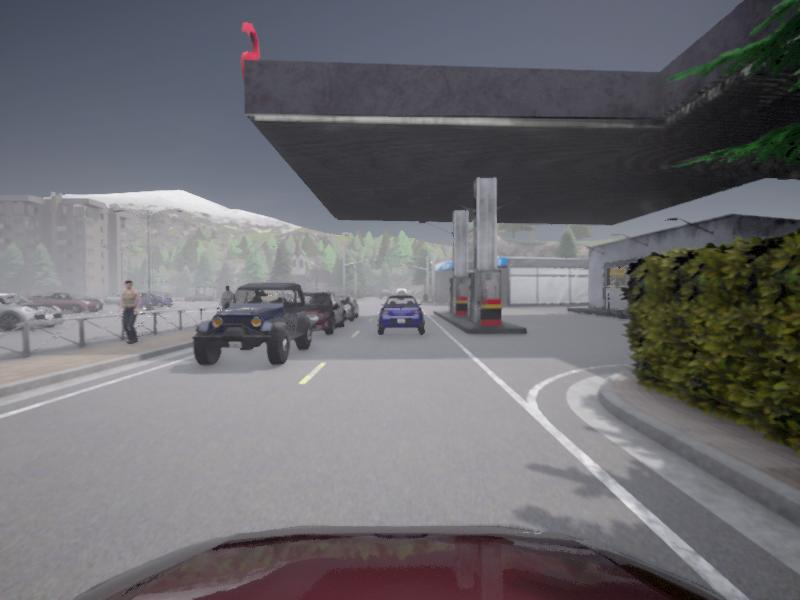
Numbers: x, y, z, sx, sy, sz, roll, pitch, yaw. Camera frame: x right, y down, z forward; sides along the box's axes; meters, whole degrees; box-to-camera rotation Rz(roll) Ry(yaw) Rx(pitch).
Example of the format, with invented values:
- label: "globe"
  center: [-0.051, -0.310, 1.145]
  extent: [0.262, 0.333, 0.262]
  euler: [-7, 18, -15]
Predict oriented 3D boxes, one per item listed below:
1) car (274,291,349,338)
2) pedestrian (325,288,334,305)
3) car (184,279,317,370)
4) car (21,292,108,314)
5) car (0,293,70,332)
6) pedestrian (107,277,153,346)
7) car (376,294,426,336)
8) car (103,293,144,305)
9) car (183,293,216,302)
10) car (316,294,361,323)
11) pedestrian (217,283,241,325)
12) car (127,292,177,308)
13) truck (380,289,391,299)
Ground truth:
- label: "car"
  center: [-3.445, 0.467, 16.617]
  extent: [2.033, 1.649, 4.856]
  euler: [0, 1, 0]
- label: "pedestrian"
  center: [-7.629, -0.361, 43.228]
  extent: [0.751, 1.860, 0.751]
  euler: [0, 1, 0]
- label: "car"
  center: [-3.473, 0.472, 10.163]
  extent: [1.905, 1.878, 3.866]
  euler: [0, 1, 0]
- label: "car"
  center: [-23.920, 0.205, 28.663]
  extent: [4.514, 1.523, 2.007]
  euler: [0, 1, 0]
- label: "car"
  center: [-16.131, 0.481, 16.261]
  extent: [3.806, 1.475, 1.970]
  euler: [0, 1, 0]
- label: "pedestrian"
  center: [-7.577, 0.313, 11.248]
  extent: [0.751, 1.860, 0.751]
  euler: [0, 1, 0]
- label: "car"
  center: [0.053, 0.520, 16.698]
  extent: [1.816, 1.474, 4.193]
  euler: [0, 1, 0]
- label: "car"
  center: [-34.907, -0.103, 50.628]
  extent: [3.806, 1.475, 1.970]
  euler: [0, 1, 0]
- label: "car"
  center: [-35.616, -0.405, 71.128]
  extent: [4.792, 1.488, 2.163]
  euler: [0, 1, -1]
- label: "car"
  center: [-3.419, 0.409, 22.940]
  extent: [1.970, 1.475, 3.806]
  euler: [0, 1, 0]
- label: "pedestrian"
  center: [-7.627, 0.174, 17.872]
  extent: [0.751, 1.860, 0.751]
  euler: [0, 1, 1]
- label: "car"
  center: [-23.895, 0.016, 38.654]
  extent: [3.633, 1.501, 1.845]
  euler: [0, 1, 0]
- label: "truck"
  center: [-3.183, -1.292, 88.633]
  extent: [2.390, 2.098, 6.274]
  euler: [0, 1, 0]
